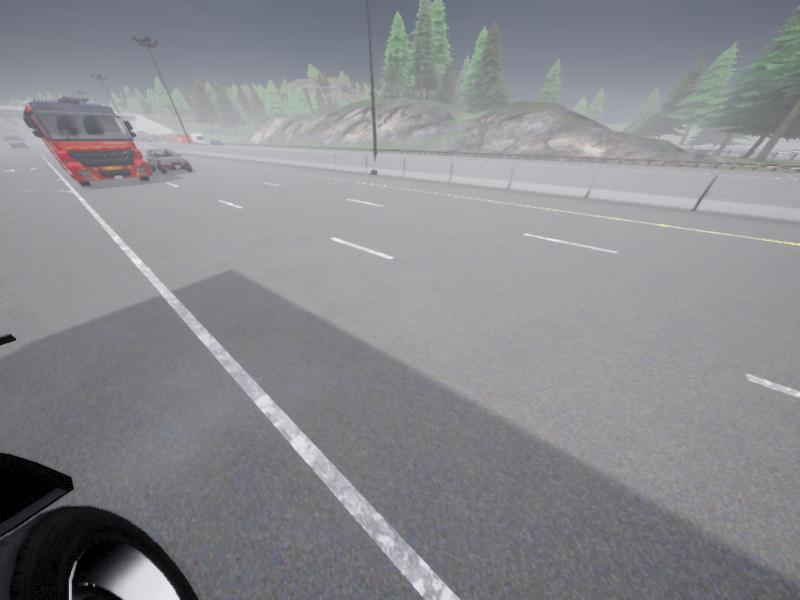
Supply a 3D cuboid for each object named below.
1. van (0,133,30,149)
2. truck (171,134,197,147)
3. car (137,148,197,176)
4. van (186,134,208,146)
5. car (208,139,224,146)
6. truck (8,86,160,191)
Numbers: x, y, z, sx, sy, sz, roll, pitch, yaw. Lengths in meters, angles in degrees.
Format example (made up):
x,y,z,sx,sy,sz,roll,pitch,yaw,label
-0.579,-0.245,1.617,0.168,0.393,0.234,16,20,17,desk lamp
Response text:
x,y,z,sx,sy,sz,roll,pitch,yaw,label
-76.282,-31.550,45.787,5.915,2.561,1.988,24,42,29,van
-52.668,-38.899,56.371,5.204,2.467,2.627,24,42,29,truck
-17.160,-10.260,17.003,4.193,1.474,1.816,24,42,29,car
-52.623,-41.461,59.892,5.915,2.561,1.988,24,42,29,van
-49.183,-42.035,61.669,4.193,1.474,1.816,24,42,29,car
-17.992,-9.041,13.247,8.468,3.827,2.891,24,42,29,truck
